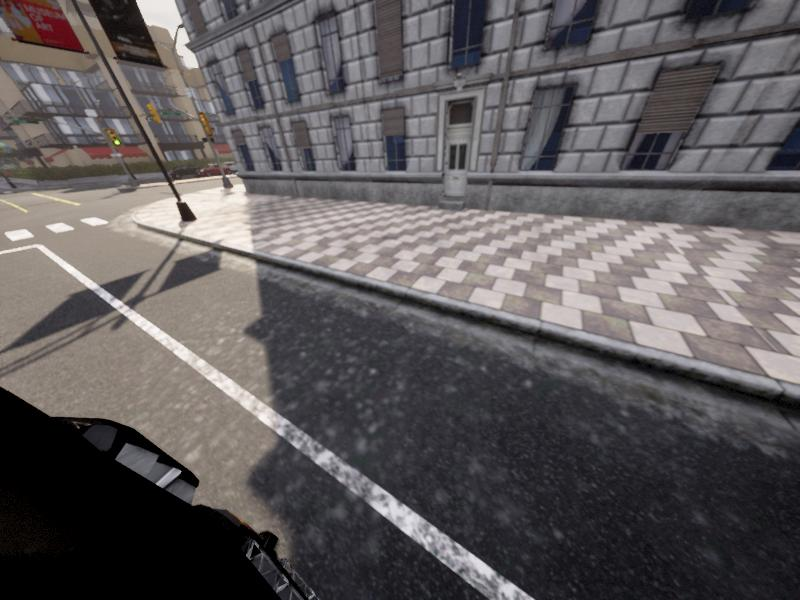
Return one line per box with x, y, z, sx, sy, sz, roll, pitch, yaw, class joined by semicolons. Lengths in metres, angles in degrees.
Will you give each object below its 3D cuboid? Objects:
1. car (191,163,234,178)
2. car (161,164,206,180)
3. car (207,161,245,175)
-24.843;-17.266;30.759;1.970;1.475;3.806;16;38;26;car
-28.838;-17.192;30.905;1.789;1.549;3.705;16;38;26;car
-26.115;-19.857;34.777;1.970;1.475;3.806;16;38;26;car
